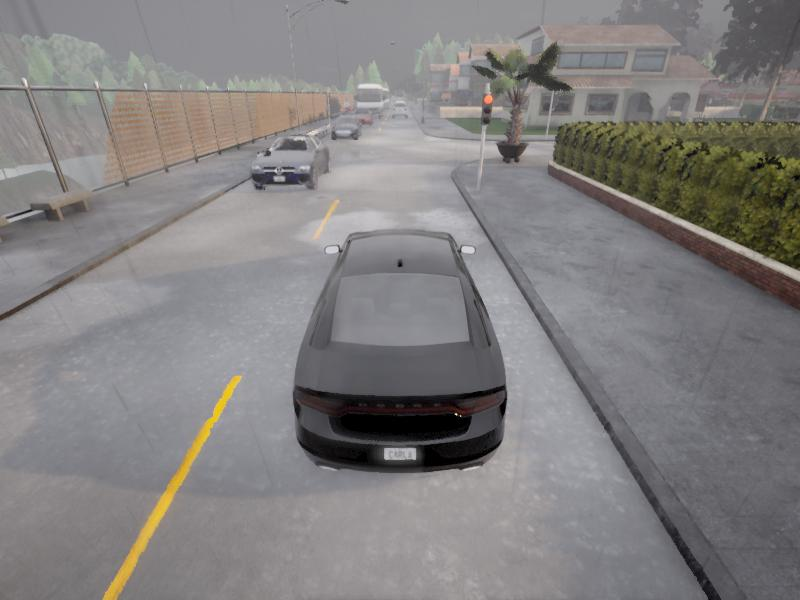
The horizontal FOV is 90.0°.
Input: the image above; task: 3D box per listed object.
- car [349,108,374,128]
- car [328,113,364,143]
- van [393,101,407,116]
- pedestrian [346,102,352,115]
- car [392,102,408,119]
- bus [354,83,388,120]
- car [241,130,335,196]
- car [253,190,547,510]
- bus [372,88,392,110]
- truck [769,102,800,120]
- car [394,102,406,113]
[{"bbox_3d":[-3.997,-19.464,42.639,2.242,1.667,4.611,0,27,0],"label":"car"},{"bbox_3d":[-3.999,-13.098,30.295,2.033,1.649,4.856,0,29,0],"label":"car"},{"bbox_3d":[0.002,-30.113,62.956,2.069,2.038,4.480,0,27,0],"label":"van"},{"bbox_3d":[-7.827,-29.548,61.767,0.751,1.860,0.751,0,27,1],"label":"pedestrian"},{"bbox_3d":[0.002,-27.121,57.125,2.150,2.045,5.566,0,27,0],"label":"car"},{"bbox_3d":[-3.876,-27.796,56.025,3.944,4.253,10.273,0,27,0],"label":"bus"},{"bbox_3d":[-3.998,-5.414,15.363,2.152,1.651,5.027,0,27,0],"label":"car"},{"bbox_3d":[0.001,-0.111,5.142,1.882,1.535,5.008,0,27,0],"label":"car"},{"bbox_3d":[-3.876,-45.273,90.011,3.944,4.253,10.273,0,27,0],"label":"bus"},{"bbox_3d":[53.532,-25.255,53.431,2.390,2.098,6.274,0,27,0],"label":"truck"},{"bbox_3d":[0.003,-37.247,77.378,2.242,1.667,4.611,0,27,0],"label":"car"}]
